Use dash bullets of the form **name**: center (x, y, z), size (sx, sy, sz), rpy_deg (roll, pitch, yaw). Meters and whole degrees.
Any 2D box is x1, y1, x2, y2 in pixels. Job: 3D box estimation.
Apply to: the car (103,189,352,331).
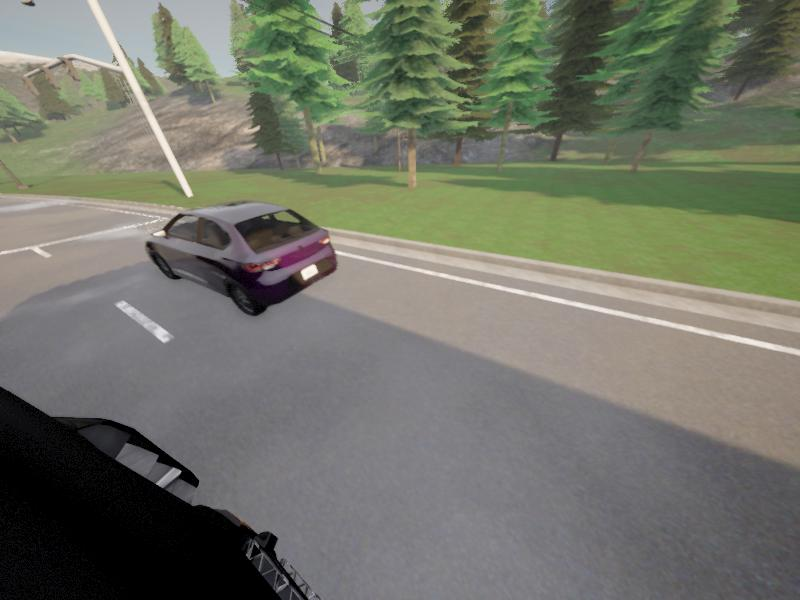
- **car**: center (-3.262, -1.124, 4.484), size (4.193, 1.474, 1.816), rpy_deg (16, 38, 25)
